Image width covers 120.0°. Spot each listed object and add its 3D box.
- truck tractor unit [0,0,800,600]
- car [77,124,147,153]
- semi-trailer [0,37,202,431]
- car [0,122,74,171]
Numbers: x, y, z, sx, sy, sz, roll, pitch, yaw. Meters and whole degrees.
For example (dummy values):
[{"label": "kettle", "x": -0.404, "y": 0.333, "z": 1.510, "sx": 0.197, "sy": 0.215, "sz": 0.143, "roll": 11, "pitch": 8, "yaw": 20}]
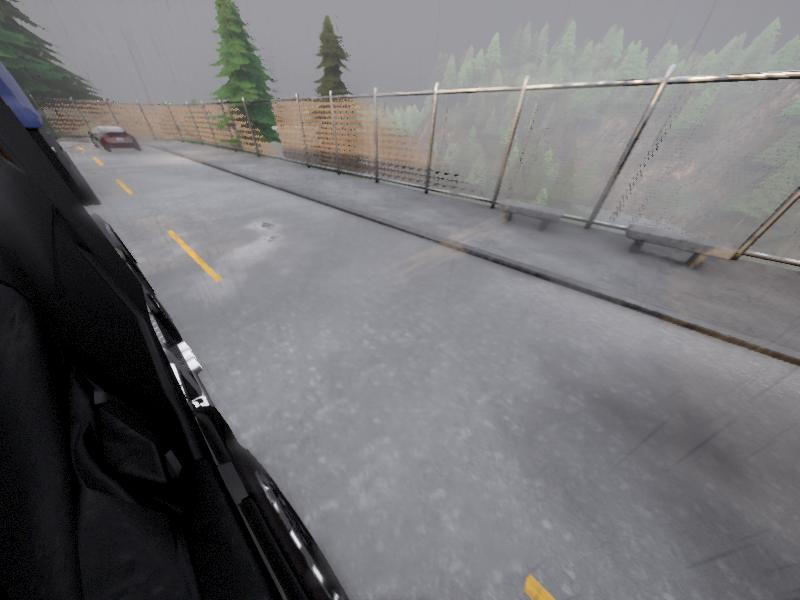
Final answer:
[{"label": "truck tractor unit", "x": -2.645, "y": -0.295, "z": 0.351, "sx": 6.516, "sy": 4.208, "sz": 3.053, "roll": 28, "pitch": 44, "yaw": 30}, {"label": "car", "x": -22.013, "y": -12.386, "z": 17.670, "sx": 4.792, "sy": 1.488, "sz": 2.163, "roll": 25, "pitch": 42, "yaw": 27}, {"label": "semi-trailer", "x": -8.730, "y": -3.575, "z": 4.209, "sx": 14.254, "sy": 4.402, "sz": 2.717, "roll": 28, "pitch": 43, "yaw": 30}, {"label": "car", "x": -18.617, "y": -7.795, "z": 11.578, "sx": 5.238, "sy": 1.638, "sz": 1.930, "roll": 28, "pitch": 43, "yaw": 30}]
